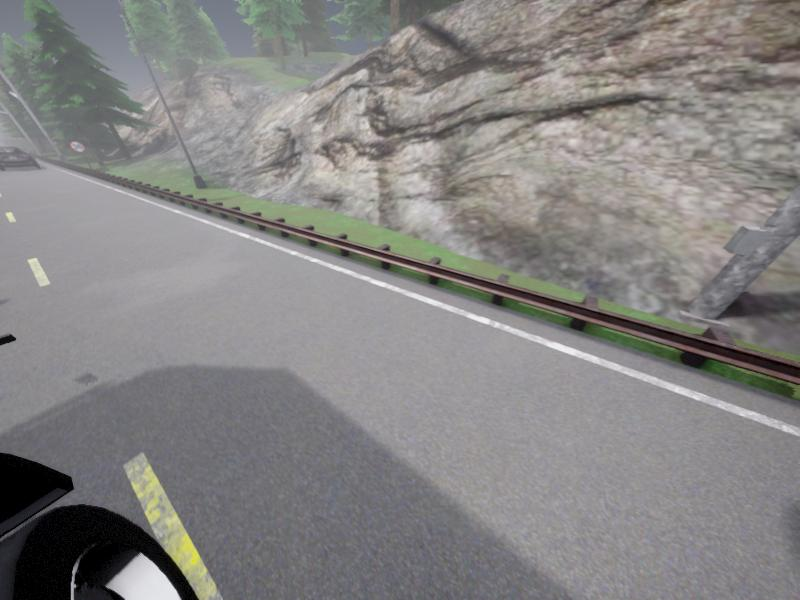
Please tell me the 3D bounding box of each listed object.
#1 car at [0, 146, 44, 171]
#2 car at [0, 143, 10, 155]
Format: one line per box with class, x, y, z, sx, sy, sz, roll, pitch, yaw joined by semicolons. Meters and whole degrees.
car;-35.125;-12.876;20.898;4.611;1.667;2.242;21;40;27
car;-68.683;-25.458;39.003;4.611;1.667;2.242;21;40;27
